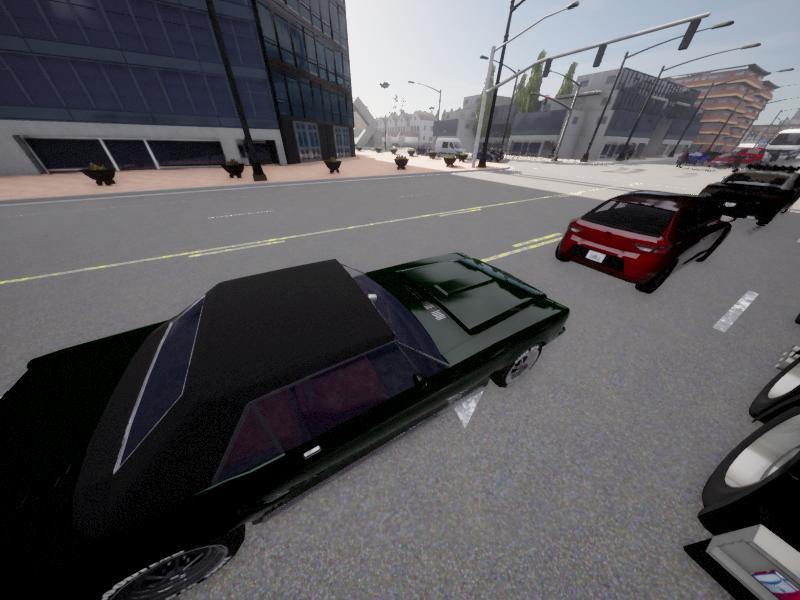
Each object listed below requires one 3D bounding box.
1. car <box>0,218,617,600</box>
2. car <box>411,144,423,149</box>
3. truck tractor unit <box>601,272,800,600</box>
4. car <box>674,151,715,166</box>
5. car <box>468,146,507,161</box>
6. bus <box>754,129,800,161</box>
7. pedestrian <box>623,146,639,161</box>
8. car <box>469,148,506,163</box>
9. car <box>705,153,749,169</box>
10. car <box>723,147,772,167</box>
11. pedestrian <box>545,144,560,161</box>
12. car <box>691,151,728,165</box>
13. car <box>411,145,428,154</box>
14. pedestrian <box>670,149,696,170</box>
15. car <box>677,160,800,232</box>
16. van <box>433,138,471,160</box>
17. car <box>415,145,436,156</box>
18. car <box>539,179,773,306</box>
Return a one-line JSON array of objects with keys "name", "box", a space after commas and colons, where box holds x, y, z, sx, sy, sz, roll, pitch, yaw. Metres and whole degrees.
[{"name": "car", "box": [-0.487, 0.414, 2.264, 4.718, 1.301, 1.895, -18, 39, -24]}, {"name": "car", "box": [6.051, -55.050, 82.723, 2.033, 1.411, 5.357, -14, 37, -21]}, {"name": "truck tractor unit", "box": [5.122, -0.289, 0.764, 6.516, 4.208, 3.053, -18, 39, -24]}, {"name": "car", "box": [39.478, -19.017, 30.986, 5.008, 1.535, 1.882, -17, 38, -24]}, {"name": "car", "box": [12.714, -21.685, 34.073, 1.930, 1.638, 5.238, -16, 38, -24]}, {"name": "bus", "box": [66.579, -26.519, 39.356, 10.273, 4.253, 3.944, -18, 39, -23]}, {"name": "pedestrian", "box": [33.640, -21.349, 33.693, 0.751, 1.860, 0.751, -12, 37, -19]}, {"name": "car", "box": [11.376, -18.978, 30.233, 1.816, 1.474, 4.193, -17, 38, -24]}, {"name": "car", "box": [38.671, -16.429, 27.294, 4.674, 1.442, 1.812, -17, 39, -24]}, {"name": "car", "box": [45.968, -18.958, 30.586, 5.566, 2.045, 2.150, -17, 39, -24]}, {"name": "pedestrian", "box": [20.019, -19.314, 30.335, 0.751, 1.860, 0.751, -15, 38, -23]}, {"name": "car", "box": [45.124, -20.756, 33.659, 4.892, 1.490, 1.837, -18, 39, -24]}, {"name": "car", "box": [3.964, -31.079, 47.654, 1.816, 1.474, 4.193, -14, 37, -20]}, {"name": "pedestrian", "box": [30.095, -15.001, 24.613, 0.751, 1.860, 0.751, 12, 36, 16]}, {"name": "car", "box": [13.039, -4.019, 8.491, 5.238, 1.638, 1.930, -18, 39, -24]}, {"name": "van", "box": [7.754, -23.166, 35.290, 1.988, 2.561, 5.915, -17, 38, -24]}, {"name": "car", "box": [4.431, -26.086, 40.340, 1.845, 1.501, 3.633, -17, 39, -25]}, {"name": "car", "box": [5.383, -1.535, 4.957, 4.193, 1.474, 1.816, -18, 39, -24]}]
